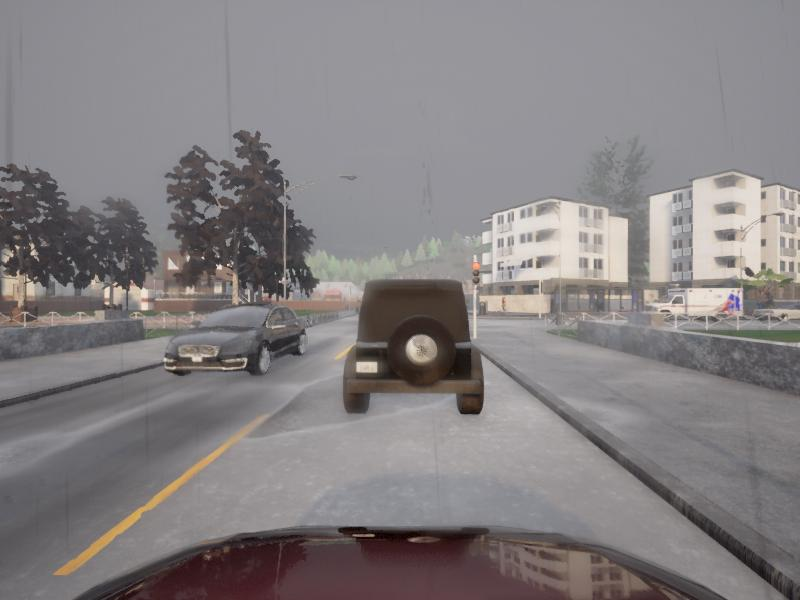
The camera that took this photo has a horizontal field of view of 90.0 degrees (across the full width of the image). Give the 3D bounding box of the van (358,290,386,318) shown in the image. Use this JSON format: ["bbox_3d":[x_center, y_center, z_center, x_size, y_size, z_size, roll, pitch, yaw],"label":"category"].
[{"bbox_3d":[-2.599,0.378,38.573,2.351,2.431,6.366,0,0,-1],"label":"van"}]

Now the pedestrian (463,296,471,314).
[{"bbox_3d":[7.109,0.524,42.531,0.751,1.860,0.751,0,0,9],"label":"pedestrian"}]

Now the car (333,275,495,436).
[{"bbox_3d":[0.220,0.646,6.640,1.905,1.878,3.866,0,0,2],"label":"car"}]

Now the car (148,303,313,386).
[{"bbox_3d":[-3.677,0.845,9.843,1.837,1.490,4.892,0,0,2],"label":"car"}]

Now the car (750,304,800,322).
[{"bbox_3d":[29.156,0.944,29.630,4.718,1.301,1.895,0,0,2],"label":"car"}]

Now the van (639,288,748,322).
[{"bbox_3d":[21.752,0.378,29.883,6.366,2.431,2.351,0,0,2],"label":"van"}]

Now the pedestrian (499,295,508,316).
[{"bbox_3d":[9.225,0.524,35.820,0.751,1.860,0.751,0,0,13],"label":"pedestrian"}]
